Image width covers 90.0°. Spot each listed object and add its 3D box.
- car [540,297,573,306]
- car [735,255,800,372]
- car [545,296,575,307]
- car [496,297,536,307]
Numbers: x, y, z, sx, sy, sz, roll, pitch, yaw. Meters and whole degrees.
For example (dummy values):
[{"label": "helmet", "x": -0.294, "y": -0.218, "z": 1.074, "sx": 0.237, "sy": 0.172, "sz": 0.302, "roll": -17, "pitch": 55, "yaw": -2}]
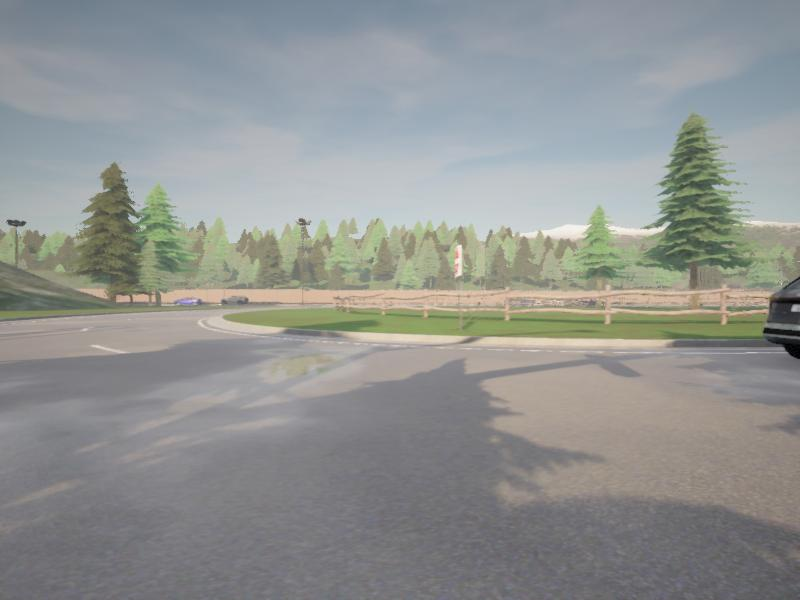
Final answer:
[{"label": "car", "x": 26.050, "y": 0.262, "z": 66.671, "sx": 4.792, "sy": 1.488, "sz": 2.163, "roll": 0, "pitch": 0, "yaw": 0}, {"label": "car", "x": 8.061, "y": 0.182, "z": 5.699, "sx": 4.856, "sy": 1.649, "sz": 2.033, "roll": 0, "pitch": 0, "yaw": 0}, {"label": "car", "x": 25.181, "y": 0.196, "z": 63.171, "sx": 3.988, "sy": 1.617, "sz": 1.851, "roll": 0, "pitch": 0, "yaw": 0}, {"label": "car", "x": 17.305, "y": 0.301, "z": 59.645, "sx": 5.357, "sy": 1.411, "sz": 2.033, "roll": 0, "pitch": 0, "yaw": 0}]
